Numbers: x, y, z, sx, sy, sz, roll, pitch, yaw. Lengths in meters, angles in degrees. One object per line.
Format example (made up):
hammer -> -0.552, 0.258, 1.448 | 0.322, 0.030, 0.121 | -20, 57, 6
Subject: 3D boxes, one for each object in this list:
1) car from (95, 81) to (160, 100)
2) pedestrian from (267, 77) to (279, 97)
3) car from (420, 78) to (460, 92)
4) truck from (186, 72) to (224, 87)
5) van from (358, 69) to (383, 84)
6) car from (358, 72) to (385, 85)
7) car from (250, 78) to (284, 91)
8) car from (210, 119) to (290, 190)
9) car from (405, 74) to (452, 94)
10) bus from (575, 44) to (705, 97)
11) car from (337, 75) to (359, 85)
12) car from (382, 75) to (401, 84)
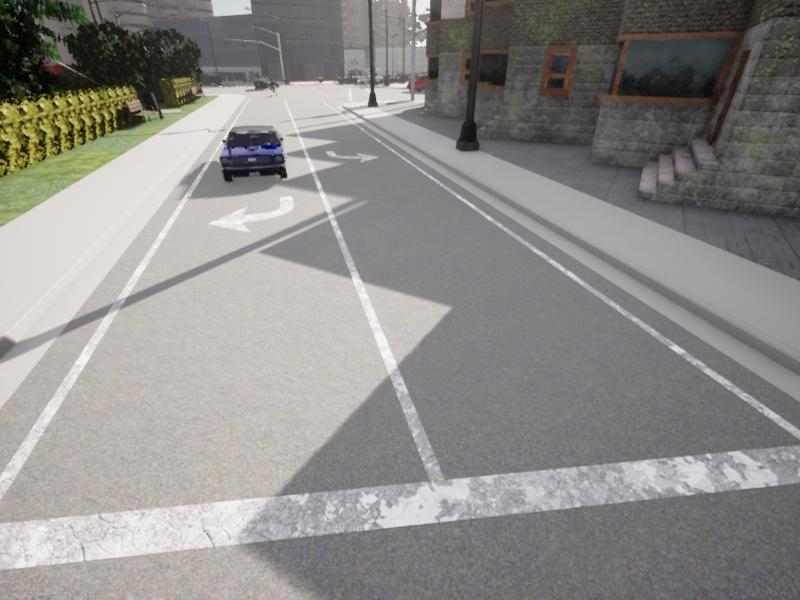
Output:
car -> -28.024, -21.692, 41.356 | 2.128, 1.511, 4.902 | 16, 34, 26
pedestrian -> -13.921, -23.361, 43.915 | 0.751, 1.860, 0.751 | 15, 33, 23
car -> 5.347, -29.188, 54.328 | 5.008, 1.535, 1.882 | 16, 34, 25
truck -> -34.201, -38.773, 70.266 | 6.274, 2.098, 2.390 | 17, 35, 27
van -> -5.894, -44.895, 80.194 | 1.988, 2.561, 5.915 | 17, 34, 26
car -> -5.286, -41.710, 75.242 | 2.150, 2.045, 5.566 | 17, 34, 26
car -> -18.967, -30.893, 57.222 | 2.163, 1.488, 4.792 | 8, 31, 13
car -> -4.749, -4.934, 13.117 | 1.895, 1.301, 4.718 | -8, 31, -14
car -> 3.634, -27.872, 51.553 | 5.566, 2.045, 2.150 | 16, 34, 25
bus -> 24.009, -23.183, 40.736 | 10.273, 4.253, 3.944 | 15, 33, 26
car -> -9.642, -41.180, 74.866 | 1.816, 1.474, 4.193 | 16, 34, 26
car -> -1.689, -44.583, 80.751 | 1.816, 1.474, 4.193 | 17, 34, 26
